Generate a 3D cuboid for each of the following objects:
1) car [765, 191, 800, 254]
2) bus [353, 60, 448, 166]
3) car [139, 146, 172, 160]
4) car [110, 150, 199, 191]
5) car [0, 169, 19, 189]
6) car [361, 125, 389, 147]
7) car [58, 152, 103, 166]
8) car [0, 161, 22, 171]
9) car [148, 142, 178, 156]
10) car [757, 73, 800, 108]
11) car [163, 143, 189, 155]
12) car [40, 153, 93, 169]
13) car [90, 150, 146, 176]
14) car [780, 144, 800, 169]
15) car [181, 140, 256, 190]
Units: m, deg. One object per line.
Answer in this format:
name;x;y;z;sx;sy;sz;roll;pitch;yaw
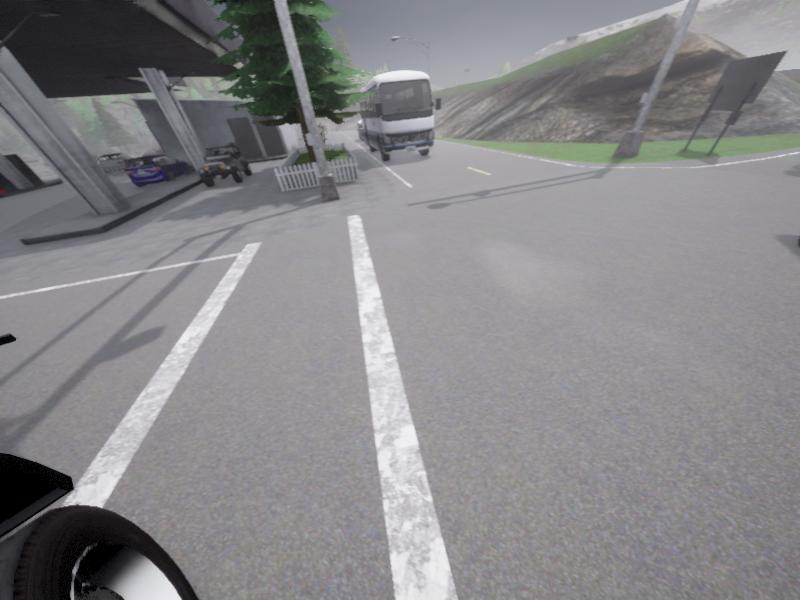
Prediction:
car;6.328;-0.229;1.782;2.038;1.542;4.974;17;45;26
bus;-0.518;-13.136;16.678;3.944;4.253;10.273;-13;39;-8
car;-41.810;-25.248;39.603;1.994;1.385;4.181;-13;39;-8
car;-17.096;-9.417;16.528;2.242;1.667;4.611;-13;39;-8
car;-39.655;-11.033;21.668;1.970;1.475;3.806;-13;39;-8
car;-2.702;-17.480;24.516;2.007;1.525;4.514;-13;39;-8
car;-59.717;-26.522;43.276;4.514;1.523;2.007;-13;39;-8
car;-91.172;-30.460;52.726;4.792;1.488;2.163;-13;39;-9
car;-47.670;-30.609;46.685;2.097;1.767;4.553;-13;39;-8
car;33.207;-16.363;17.797;2.150;2.045;5.566;-13;39;-8
car;-43.567;-29.541;45.060;1.816;1.474;4.193;-13;39;-8
car;-58.884;-24.682;40.876;5.027;1.636;2.152;-13;39;-8
car;-30.389;-14.990;25.127;2.242;1.667;4.611;-22;42;-19
car;13.436;-4.536;5.737;4.605;1.855;1.932;-13;39;-9
car;-10.566;-8.236;13.907;1.905;1.878;3.866;-13;39;-8
